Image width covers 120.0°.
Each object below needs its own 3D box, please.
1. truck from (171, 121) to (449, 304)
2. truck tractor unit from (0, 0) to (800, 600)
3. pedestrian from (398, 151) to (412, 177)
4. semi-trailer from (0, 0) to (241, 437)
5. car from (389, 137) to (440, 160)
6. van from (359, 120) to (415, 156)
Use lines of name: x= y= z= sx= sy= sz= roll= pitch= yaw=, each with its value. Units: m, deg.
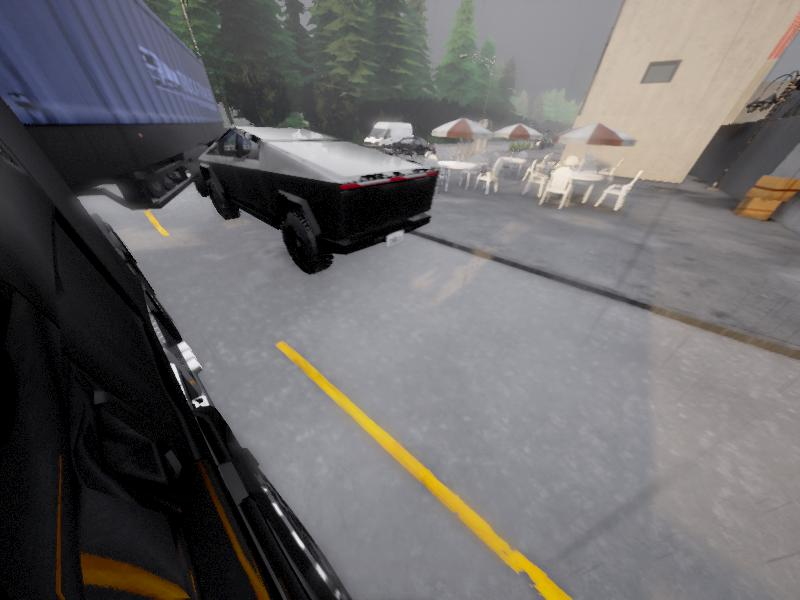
truck: x=-2.377 y=-2.614 z=5.262 sx=6.274 sy=2.098 sz=2.390 roll=29 pitch=44 yaw=31
truck tractor unit: x=-2.645 y=-0.295 z=0.351 sx=6.516 sy=4.208 sz=3.053 roll=28 pitch=44 yaw=30
pedestrian: x=0.240 y=-7.135 z=12.083 sx=0.500 sy=1.100 sz=0.500 roll=26 pitch=42 yaw=27
semi-trailer: x=-6.670 y=-4.482 z=5.528 sx=2.717 sy=4.402 sz=14.254 roll=-15 pitch=40 yaw=-21
car: x=1.401 y=-13.864 z=21.007 sx=1.882 sy=1.535 sz=5.008 roll=27 pitch=44 yaw=29
van: x=-1.126 y=-16.243 z=23.193 sx=1.988 sy=2.561 sz=5.915 roll=27 pitch=43 yaw=29
